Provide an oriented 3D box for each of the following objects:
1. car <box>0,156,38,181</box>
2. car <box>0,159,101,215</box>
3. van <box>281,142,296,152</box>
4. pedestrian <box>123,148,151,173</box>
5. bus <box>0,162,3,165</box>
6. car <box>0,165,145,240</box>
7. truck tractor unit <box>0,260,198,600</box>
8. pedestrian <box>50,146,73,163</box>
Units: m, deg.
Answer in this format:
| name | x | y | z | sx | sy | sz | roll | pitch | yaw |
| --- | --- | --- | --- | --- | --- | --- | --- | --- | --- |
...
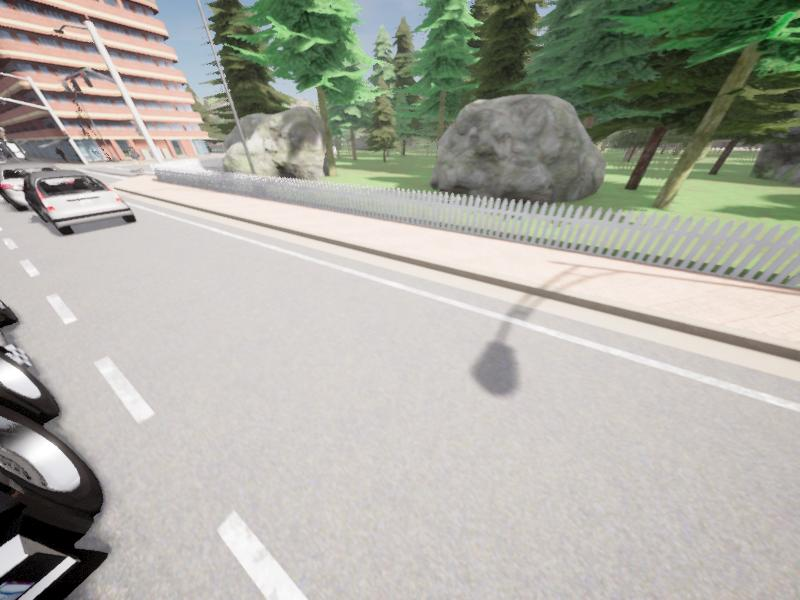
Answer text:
| name | x | y | z | sx | sy | sz | roll | pitch | yaw |
| --- | --- | --- | --- | --- | --- | --- | --- | --- | --- |
| car | -31.507 | -9.621 | 17.013 | 4.892 | 1.490 | 1.837 | -12 | 37 | -16 |
| car | -16.376 | -5.266 | 10.404 | 4.611 | 1.667 | 2.242 | 19 | 39 | 25 |
| van | -27.591 | -37.703 | 56.996 | 1.775 | 1.987 | 4.442 | -23 | 40 | -29 |
| pedestrian | -22.974 | -12.189 | 20.184 | 0.751 | 1.860 | 0.751 | 19 | 39 | 26 |
| bus | -58.052 | -20.137 | 30.173 | 10.273 | 4.253 | 3.944 | 18 | 39 | 25 |
| car | -11.020 | -3.437 | 7.747 | 3.988 | 1.617 | 1.851 | 18 | 39 | 25 |
| truck tractor unit | -5.139 | -0.266 | 0.792 | 6.516 | 4.208 | 3.053 | 18 | 40 | 25 |
| pedestrian | -44.039 | -18.946 | 30.050 | 0.751 | 1.860 | 0.751 | 16 | 38 | 22 |
